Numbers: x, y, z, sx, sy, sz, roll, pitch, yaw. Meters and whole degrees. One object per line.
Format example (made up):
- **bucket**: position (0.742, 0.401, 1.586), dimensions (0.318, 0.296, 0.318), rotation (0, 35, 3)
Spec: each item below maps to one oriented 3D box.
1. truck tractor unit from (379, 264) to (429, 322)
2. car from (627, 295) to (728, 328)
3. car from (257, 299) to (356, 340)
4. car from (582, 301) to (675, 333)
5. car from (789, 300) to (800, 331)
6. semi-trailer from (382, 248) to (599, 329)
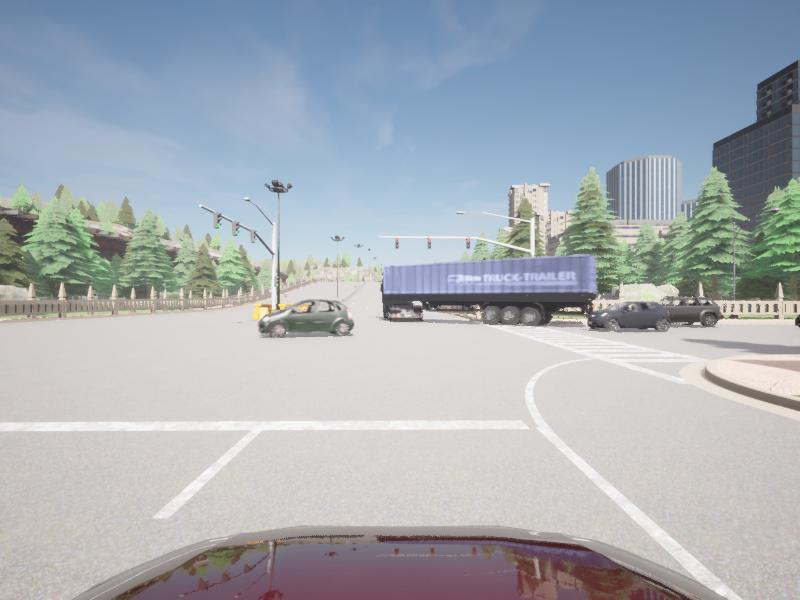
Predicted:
- **truck tractor unit**: position (0.140, -0.520, 32.250), dimensions (3.053, 4.208, 6.516), rotation (0, 0, -8)
- **car**: position (16.401, 0.649, 23.810), dimensions (4.605, 1.855, 1.932), rotation (-1, 0, 0)
- **car**: position (-4.092, 0.788, 17.482), dimensions (3.988, 1.617, 1.851), rotation (0, 0, -21)
- **car**: position (11.456, 0.826, 20.249), dimensions (3.633, 1.501, 1.845), rotation (0, 0, -1)
- **car**: position (22.648, 0.789, 20.336), dimensions (3.988, 1.617, 1.851), rotation (0, 0, 0)
- **semi-trailer**: position (5.265, -0.630, 26.843), dimensions (14.254, 4.402, 2.717), rotation (0, 1, 36)
